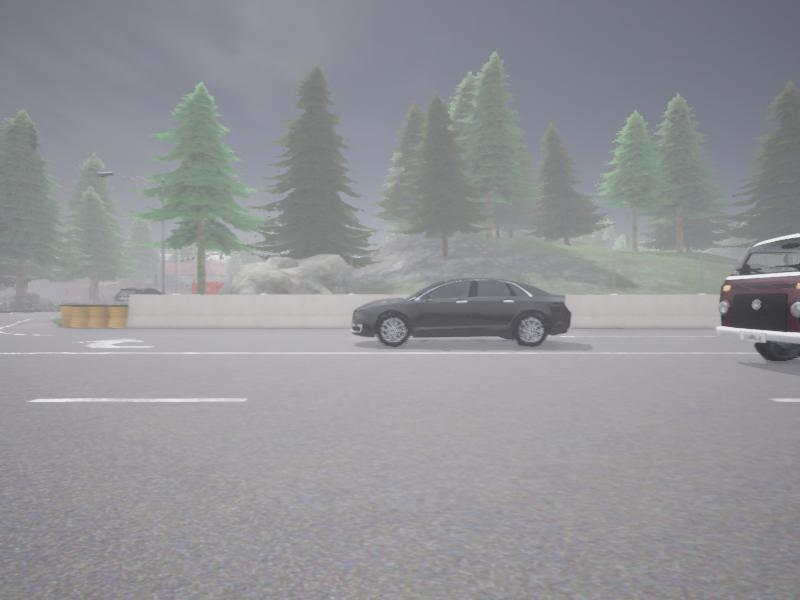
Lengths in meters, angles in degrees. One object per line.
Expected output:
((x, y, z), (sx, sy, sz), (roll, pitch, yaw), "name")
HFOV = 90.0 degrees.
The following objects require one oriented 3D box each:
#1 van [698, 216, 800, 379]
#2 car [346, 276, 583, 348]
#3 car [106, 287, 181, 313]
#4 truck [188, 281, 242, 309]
((7.256, -0.027, 5.689), (4.480, 2.038, 2.069), (0, 0, 0), "van")
((1.338, 0.245, 9.200), (4.892, 1.490, 1.837), (0, 0, 0), "car")
((-17.622, -0.023, 27.812), (2.033, 1.649, 4.856), (0, 0, 1), "car")
((-17.499, -0.447, 38.208), (2.627, 2.467, 5.204), (0, 0, 1), "truck")
